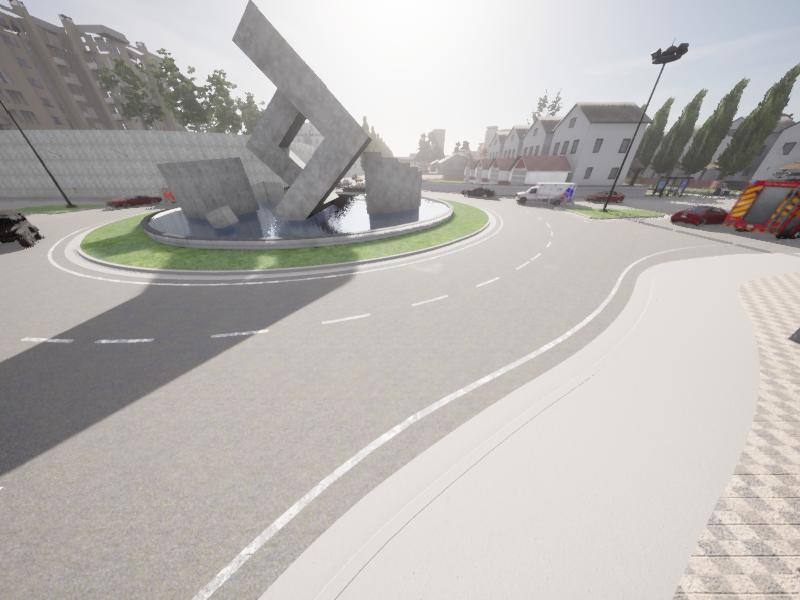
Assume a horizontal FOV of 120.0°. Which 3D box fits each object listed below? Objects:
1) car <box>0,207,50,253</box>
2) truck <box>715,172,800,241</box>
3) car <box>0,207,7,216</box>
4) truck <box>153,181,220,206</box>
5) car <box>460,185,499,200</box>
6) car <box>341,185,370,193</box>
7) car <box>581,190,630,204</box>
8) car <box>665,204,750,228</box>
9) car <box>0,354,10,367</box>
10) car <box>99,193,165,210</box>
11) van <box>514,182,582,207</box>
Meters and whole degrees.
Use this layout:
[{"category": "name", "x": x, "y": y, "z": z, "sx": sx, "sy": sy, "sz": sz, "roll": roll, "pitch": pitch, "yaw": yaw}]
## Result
[{"category": "car", "x": -23.345, "y": -4.130, "z": 13.571, "sx": 1.905, "sy": 1.878, "sz": 3.866, "roll": -26, "pitch": 39, "yaw": -37}, {"category": "truck", "x": 28.018, "y": -6.371, "z": 15.520, "sx": 8.468, "sy": 3.827, "sz": 2.891, "roll": -3, "pitch": 30, "yaw": -5}, {"category": "car", "x": -41.014, "y": -8.543, "z": 21.812, "sx": 4.718, "sy": 1.301, "sz": 1.895, "roll": 4, "pitch": 30, "yaw": 7}, {"category": "truck", "x": -27.180, "y": -13.795, "z": 29.733, "sx": 2.627, "sy": 2.467, "sz": 5.204, "roll": 10, "pitch": 31, "yaw": 18}, {"category": "car", "x": 12.081, "y": -16.588, "z": 35.401, "sx": 5.238, "sy": 1.638, "sz": 1.930, "roll": 24, "pitch": 38, "yaw": 34}, {"category": "car", "x": -8.013, "y": -20.174, "z": 41.958, "sx": 4.718, "sy": 1.301, "sz": 1.895, "roll": 1, "pitch": 30, "yaw": 2}, {"category": "car", "x": 26.699, "y": -13.490, "z": 30.202, "sx": 4.193, "sy": 1.474, "sz": 1.816, "roll": 5, "pitch": 30, "yaw": 8}, {"category": "car", "x": 25.069, "y": -6.950, "z": 18.980, "sx": 4.181, "sy": 1.385, "sz": 1.994, "roll": -3, "pitch": 30, "yaw": -6}, {"category": "car", "x": -12.478, "y": 0.857, "z": 4.783, "sx": 5.566, "sy": 2.045, "sz": 2.150, "roll": 7, "pitch": 31, "yaw": 12}, {"category": "car", "x": -31.367, "y": -11.699, "z": 27.278, "sx": 1.895, "sy": 1.301, "sz": 4.718, "roll": 5, "pitch": 30, "yaw": 8}, {"category": "van", "x": 18.023, "y": -13.182, "z": 28.715, "sx": 6.366, "sy": 2.431, "sz": 2.351, "roll": 9, "pitch": 31, "yaw": 15}]
